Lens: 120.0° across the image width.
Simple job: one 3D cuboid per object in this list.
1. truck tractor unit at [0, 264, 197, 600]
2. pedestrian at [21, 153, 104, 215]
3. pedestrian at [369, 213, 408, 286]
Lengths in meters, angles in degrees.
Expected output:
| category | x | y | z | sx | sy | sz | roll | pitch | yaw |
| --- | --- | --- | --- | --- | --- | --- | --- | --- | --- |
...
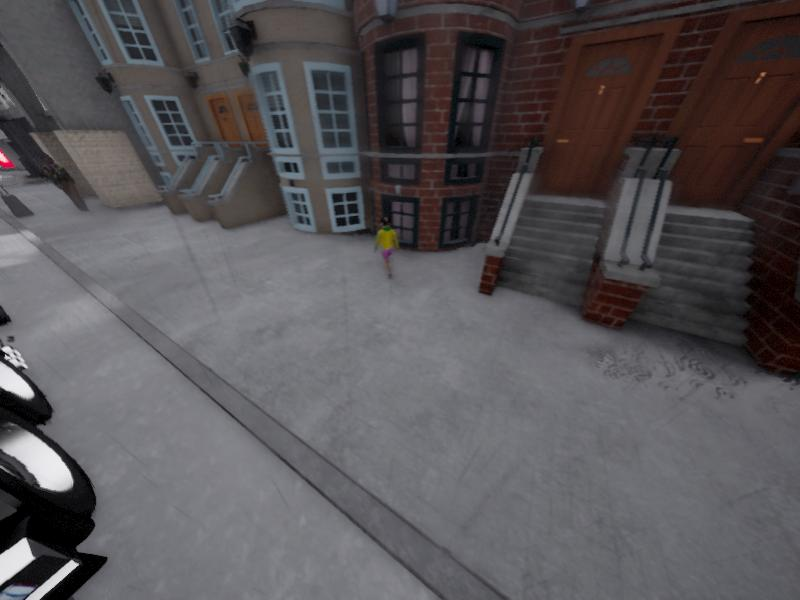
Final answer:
| category | x | y | z | sx | sy | sz | roll | pitch | yaw |
| --- | --- | --- | --- | --- | --- | --- | --- | --- | --- |
| truck tractor unit | -5.114 | -0.295 | 0.788 | 6.516 | 4.208 | 3.053 | 18 | 39 | 24 |
| pedestrian | -11.848 | -4.100 | 8.187 | 0.751 | 1.860 | 0.751 | 18 | 39 | 24 |
| pedestrian | -0.193 | -0.883 | 4.100 | 0.500 | 1.100 | 0.500 | -14 | 37 | -18 |
